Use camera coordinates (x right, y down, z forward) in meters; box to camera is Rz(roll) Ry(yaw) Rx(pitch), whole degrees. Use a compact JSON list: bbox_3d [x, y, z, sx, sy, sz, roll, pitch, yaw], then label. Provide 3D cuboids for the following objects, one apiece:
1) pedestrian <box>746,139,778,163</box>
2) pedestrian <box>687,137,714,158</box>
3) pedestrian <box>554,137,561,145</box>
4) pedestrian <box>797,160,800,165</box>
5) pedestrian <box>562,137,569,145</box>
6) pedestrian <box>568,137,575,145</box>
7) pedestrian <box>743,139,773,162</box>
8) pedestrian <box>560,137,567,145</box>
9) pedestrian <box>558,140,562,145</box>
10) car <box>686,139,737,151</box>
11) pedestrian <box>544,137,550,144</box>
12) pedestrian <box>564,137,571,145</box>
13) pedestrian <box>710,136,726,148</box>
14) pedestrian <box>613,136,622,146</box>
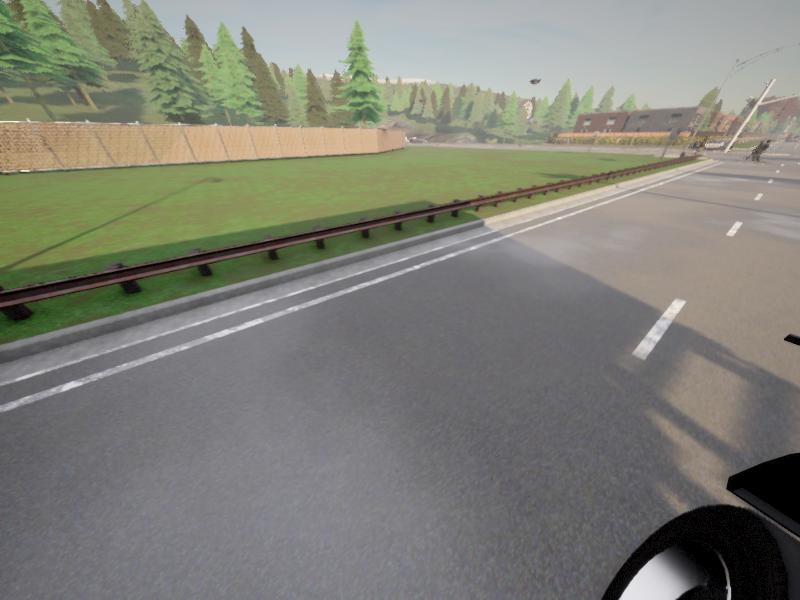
[{"bbox_3d":[34.059,-14.017,21.759,0.751,1.860,0.751,-20,40,-25],"label":"pedestrian"},{"bbox_3d":[32.516,-16.491,25.012,0.751,1.860,0.751,-7,36,-10],"label":"pedestrian"},{"bbox_3d":[44.145,-44.580,64.671,0.751,1.860,0.751,-20,40,-26],"label":"pedestrian"},{"bbox_3d":[36.272,-12.927,20.192,0.751,1.860,0.751,-25,42,-31],"label":"pedestrian"},{"bbox_3d":[45.369,-43.646,63.337,0.751,1.860,0.751,-18,39,-23],"label":"pedestrian"},{"bbox_3d":[46.241,-42.955,62.350,0.751,1.860,0.751,-19,39,-25],"label":"pedestrian"},{"bbox_3d":[35.030,-14.642,22.632,0.751,1.860,0.751,-27,43,-32],"label":"pedestrian"},{"bbox_3d":[45.031,-43.955,63.777,0.751,1.860,0.751,-8,36,-10],"label":"pedestrian"},{"bbox_3d":[44.688,-43.931,64.406,0.500,1.100,0.500,-19,39,-25],"label":"pedestrian"},{"bbox_3d":[54.218,-27.078,40.327,2.038,1.542,4.974,-23,41,-29],"label":"car"},{"bbox_3d":[44.058,-47.886,69.354,0.751,1.860,0.751,7,36,11],"label":"pedestrian"},{"bbox_3d":[45.753,-43.357,62.923,0.751,1.860,0.751,-23,41,-29],"label":"pedestrian"},{"bbox_3d":[58.481,-29.065,42.504,0.751,1.860,0.751,-13,37,-17],"label":"pedestrian"},{"bbox_3d":[52.200,-38.159,55.499,0.751,1.860,0.751,-22,41,-28],"label":"pedestrian"}]
